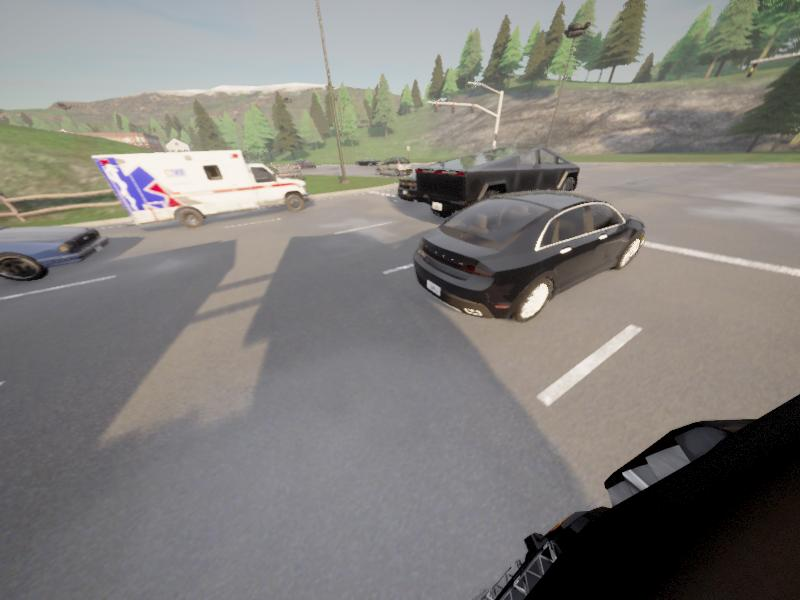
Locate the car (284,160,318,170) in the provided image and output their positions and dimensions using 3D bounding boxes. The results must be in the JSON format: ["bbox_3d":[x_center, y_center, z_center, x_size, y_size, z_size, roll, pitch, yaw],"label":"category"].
[{"bbox_3d":[-17.753,-24.181,41.349,5.357,1.411,2.033,9,35,17],"label":"car"}]

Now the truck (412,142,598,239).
[{"bbox_3d":[3.701,-4.140,8.138,6.274,2.098,2.390,-21,37,-26],"label":"truck"}]

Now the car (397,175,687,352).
[{"bbox_3d":[2.553,-1.143,4.173,4.892,1.490,1.837,-20,37,-24],"label":"car"}]

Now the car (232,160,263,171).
[{"bbox_3d":[-32.870,-29.078,49.871,5.238,1.638,1.930,-1,32,3],"label":"car"}]

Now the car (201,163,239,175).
[{"bbox_3d":[-31.967,-23.367,41.105,5.008,1.535,1.882,0,32,5],"label":"car"}]

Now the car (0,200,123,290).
[{"bbox_3d":[-10.397,-0.898,4.925,5.357,1.411,2.033,-19,36,-24],"label":"car"}]

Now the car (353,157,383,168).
[{"bbox_3d":[-5.356,-22.907,38.484,4.718,1.301,1.895,19,39,30],"label":"car"}]

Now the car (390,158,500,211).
[{"bbox_3d":[2.267,-5.741,11.136,5.238,1.638,1.930,-24,39,-29],"label":"car"}]

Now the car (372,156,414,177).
[{"bbox_3d":[-0.709,-13.321,23.073,1.851,1.617,3.988,-29,41,-34],"label":"car"}]

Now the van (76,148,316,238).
[{"bbox_3d":[-7.233,-4.673,9.533,6.366,2.431,2.351,-19,36,-24],"label":"van"}]

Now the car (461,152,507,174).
[{"bbox_3d":[7.975,-13.318,22.372,1.851,1.617,3.988,-15,35,-19],"label":"car"}]
